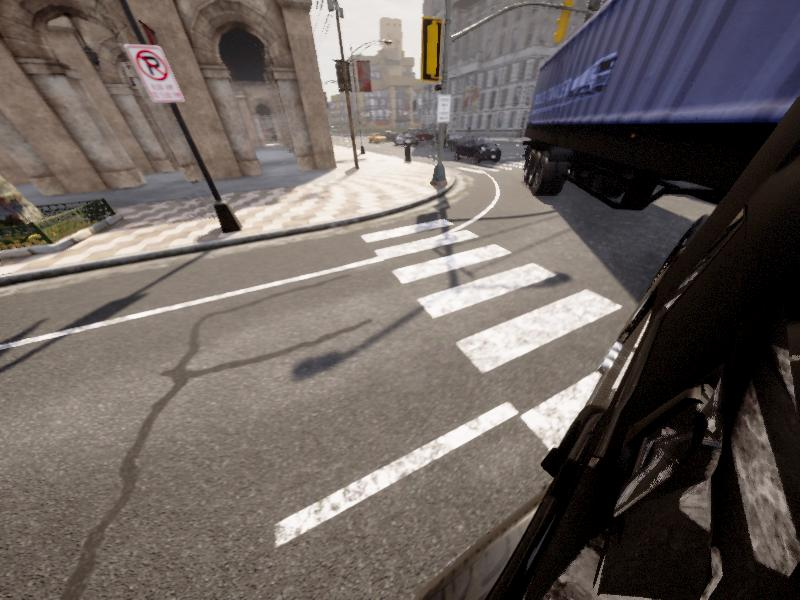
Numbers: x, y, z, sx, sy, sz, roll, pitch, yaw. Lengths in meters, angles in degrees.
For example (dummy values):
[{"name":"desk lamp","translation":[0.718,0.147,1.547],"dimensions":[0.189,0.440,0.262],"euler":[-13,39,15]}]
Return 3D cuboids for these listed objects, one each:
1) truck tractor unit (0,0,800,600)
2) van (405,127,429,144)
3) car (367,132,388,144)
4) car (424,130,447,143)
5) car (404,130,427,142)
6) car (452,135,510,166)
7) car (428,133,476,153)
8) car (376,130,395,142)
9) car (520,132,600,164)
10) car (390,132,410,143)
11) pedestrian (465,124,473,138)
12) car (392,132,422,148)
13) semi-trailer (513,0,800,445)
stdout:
[{"name":"truck tractor unit","translation":[2.645,-0.295,0.351],"dimensions":[6.516,4.208,3.053],"euler":[-28,44,-30]},{"name":"van","translation":[2.468,-25.109,35.294],"dimensions":[1.775,1.987,4.442],"euler":[-17,39,-18]},{"name":"car","translation":[-3.966,-28.203,40.141],"dimensions":[1.801,1.575,5.366],"euler":[-17,39,-18]},{"name":"car","translation":[5.572,-26.010,36.666],"dimensions":[1.789,1.549,3.705],"euler":[-17,39,-18]},{"name":"car","translation":[2.676,-29.785,41.849],"dimensions":[1.801,1.575,5.366],"euler":[-17,39,-18]},{"name":"car","translation":[5.342,-10.392,15.889],"dimensions":[1.845,1.501,3.633],"euler":[-13,38,-14]},{"name":"car","translation":[5.171,-16.229,23.790],"dimensions":[2.033,1.411,5.357],"euler":[-17,39,-18]},{"name":"car","translation":[-2.762,-31.700,44.654],"dimensions":[2.242,1.667,4.611],"euler":[-15,38,-15]},{"name":"car","translation":[10.167,-9.960,15.022],"dimensions":[1.845,1.501,3.633],"euler":[-19,40,-20]},{"name":"car","translation":[0.017,-28.106,39.861],"dimensions":[1.816,1.474,4.193],"euler":[-17,39,-18]},{"name":"pedestrian","translation":[11.860,-29.045,39.781],"dimensions":[0.751,1.860,0.751],"euler":[-9,37,-9]},{"name":"car","translation":[0.878,-21.885,31.477],"dimensions":[2.038,1.542,4.974],"euler":[-17,39,-18]},{"name":"semi-trailer","translation":[5.705,-4.680,5.827],"dimensions":[2.717,4.402,14.254],"euler":[8,38,13]}]
